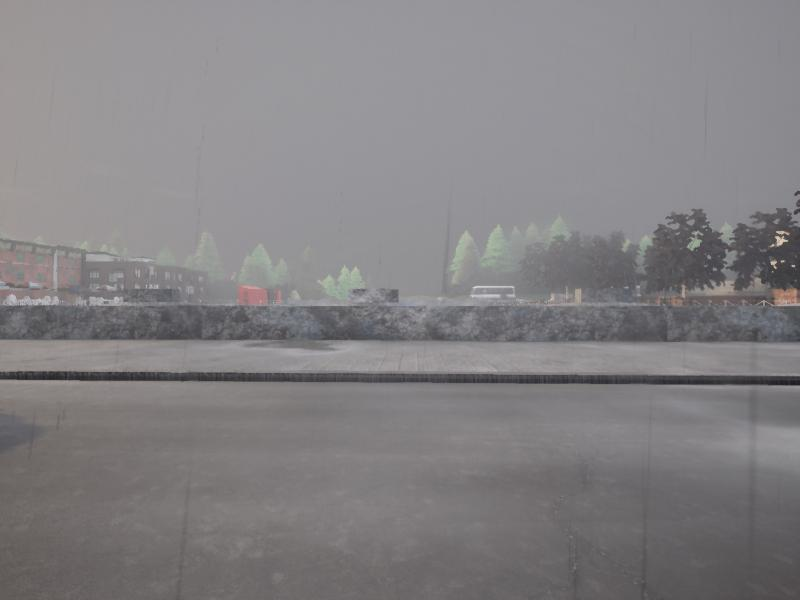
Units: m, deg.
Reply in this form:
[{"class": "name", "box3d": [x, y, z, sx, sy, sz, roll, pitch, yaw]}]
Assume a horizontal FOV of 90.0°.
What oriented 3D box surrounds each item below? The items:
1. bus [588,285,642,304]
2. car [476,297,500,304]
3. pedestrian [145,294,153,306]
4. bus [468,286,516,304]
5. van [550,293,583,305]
[{"class": "bus", "box3d": [49.051, -1.139, 91.471, 10.273, 4.253, 3.944, 0, 0, 2]}, {"class": "car", "box3d": [19.490, 0.196, 88.560, 4.974, 1.542, 2.038, 0, 0, 2]}, {"class": "pedestrian", "box3d": [-38.149, -0.043, 60.718, 0.751, 1.860, 0.751, 0, 0, 28]}, {"class": "bus", "box3d": [21.179, -1.139, 92.387, 10.273, 4.253, 3.944, 0, 0, 2]}, {"class": "van", "box3d": [36.625, -0.227, 87.996, 6.366, 2.431, 2.351, 0, 0, 2]}]
